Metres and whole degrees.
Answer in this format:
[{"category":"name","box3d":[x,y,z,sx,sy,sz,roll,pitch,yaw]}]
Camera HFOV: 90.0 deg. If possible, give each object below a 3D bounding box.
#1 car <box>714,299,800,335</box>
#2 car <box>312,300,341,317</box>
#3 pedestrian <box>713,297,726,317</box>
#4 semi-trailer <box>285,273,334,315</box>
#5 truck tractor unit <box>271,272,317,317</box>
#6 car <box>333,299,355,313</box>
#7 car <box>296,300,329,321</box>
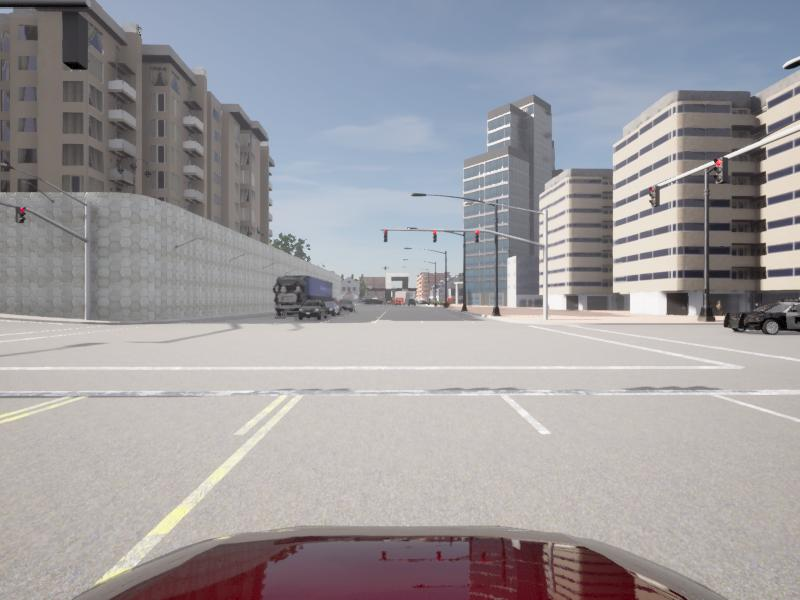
[{"category":"car","box3d":[18.269,0.771,18.959,5.238,1.638,1.930,0,0,-1]},{"category":"car","box3d":[-7.184,0.825,39.629,2.038,1.542,4.974,0,0,0]},{"category":"pedestrian","box3d":[30.900,0.664,38.676,0.751,1.860,0.751,0,0,16]},{"category":"semi-trailer","box3d":[-10.698,-0.616,48.965,2.717,4.402,14.254,0,0,0]},{"category":"truck tractor unit","box3d":[-10.696,-0.519,41.050,3.053,4.208,6.516,0,0,0]},{"category":"car","box3d":[-7.242,0.756,52.335,2.242,1.667,4.611,0,0,0]},{"category":"car","box3d":[-7.138,0.788,33.005,1.851,1.617,3.988,0,0,0]}]
